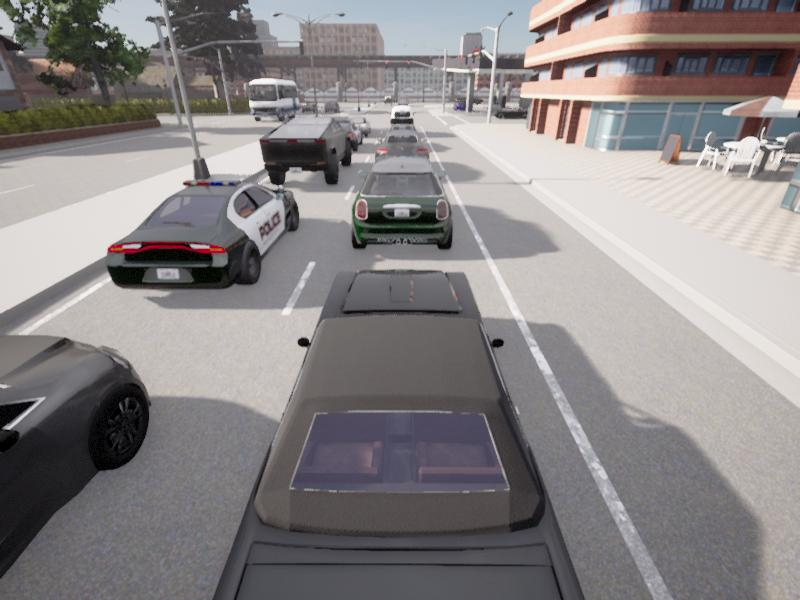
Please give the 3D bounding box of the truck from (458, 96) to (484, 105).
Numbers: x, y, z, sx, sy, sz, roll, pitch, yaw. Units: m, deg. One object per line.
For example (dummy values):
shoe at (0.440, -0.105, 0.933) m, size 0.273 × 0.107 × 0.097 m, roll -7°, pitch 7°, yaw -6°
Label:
truck at (17.914, -50.539, 101.282) m, size 6.274 × 2.098 × 2.390 m, roll 0°, pitch 28°, yaw 1°

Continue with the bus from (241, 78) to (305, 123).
bus at (-14.527, -23.582, 47.179) m, size 3.944 × 4.253 × 10.273 m, roll 0°, pitch 28°, yaw 0°

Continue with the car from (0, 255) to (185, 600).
car at (-3.508, 1.387, 2.008) m, size 2.242 × 1.667 × 4.611 m, roll 0°, pitch 28°, yaw 0°

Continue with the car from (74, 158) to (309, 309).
car at (-3.461, -1.694, 8.078) m, size 2.038 × 1.542 × 4.974 m, roll 0°, pitch 27°, yaw 0°

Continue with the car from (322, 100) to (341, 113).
car at (-11.015, -31.253, 64.581) m, size 2.097 × 1.767 × 4.553 m, roll 0°, pitch 28°, yaw 0°

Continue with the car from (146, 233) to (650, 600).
car at (0.005, 0.760, 3.619) m, size 1.895 × 1.301 × 4.718 m, roll 0°, pitch 28°, yaw 0°

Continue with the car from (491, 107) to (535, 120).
car at (13.793, -22.930, 49.123) m, size 4.718 × 1.301 × 1.895 m, roll 0°, pitch 28°, yaw 0°

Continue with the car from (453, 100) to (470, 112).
car at (10.214, -32.526, 66.896) m, size 2.242 × 1.667 × 4.611 m, roll 0°, pitch 28°, yaw 1°

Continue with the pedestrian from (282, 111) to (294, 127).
pedestrian at (-10.682, -17.300, 38.254) m, size 0.751 × 1.300 × 0.751 m, roll 2°, pitch 28°, yaw 4°

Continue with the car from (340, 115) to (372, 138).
car at (-3.283, -13.367, 30.755) m, size 1.895 × 1.301 × 4.718 m, roll 0°, pitch 28°, yaw 0°

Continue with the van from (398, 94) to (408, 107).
van at (0.701, -45.621, 91.477) m, size 2.351 × 2.431 × 6.366 m, roll 0°, pitch 28°, yaw 0°

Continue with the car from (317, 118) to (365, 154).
car at (-3.337, -9.795, 23.638) m, size 2.038 × 1.542 × 4.974 m, roll 0°, pitch 27°, yaw 0°

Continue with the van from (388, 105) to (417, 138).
van at (0.172, -13.743, 30.671) m, size 2.069 × 2.038 × 4.480 m, roll 0°, pitch 28°, yaw 0°

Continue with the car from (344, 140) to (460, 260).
car at (0.051, -2.647, 9.623) m, size 2.097 × 1.767 × 4.553 m, roll 0°, pitch 28°, yaw 0°

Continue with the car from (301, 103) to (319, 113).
car at (-14.515, -31.035, 64.592) m, size 1.994 × 1.385 × 4.181 m, roll 0°, pitch 28°, yaw 0°

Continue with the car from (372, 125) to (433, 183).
car at (0.105, -6.268, 16.765) m, size 2.152 × 1.651 × 5.027 m, roll 0°, pitch 28°, yaw 0°

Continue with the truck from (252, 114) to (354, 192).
truck at (-3.400, -5.986, 15.708) m, size 2.390 × 2.098 × 6.274 m, roll 0°, pitch 28°, yaw 0°

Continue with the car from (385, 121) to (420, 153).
car at (0.164, -9.858, 24.015) m, size 1.895 × 1.301 × 4.718 m, roll 0°, pitch 28°, yaw 0°

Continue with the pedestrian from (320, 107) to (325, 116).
pedestrian at (-10.859, -26.462, 56.074) m, size 0.500 × 1.100 × 0.500 m, roll 3°, pitch 28°, yaw 5°
